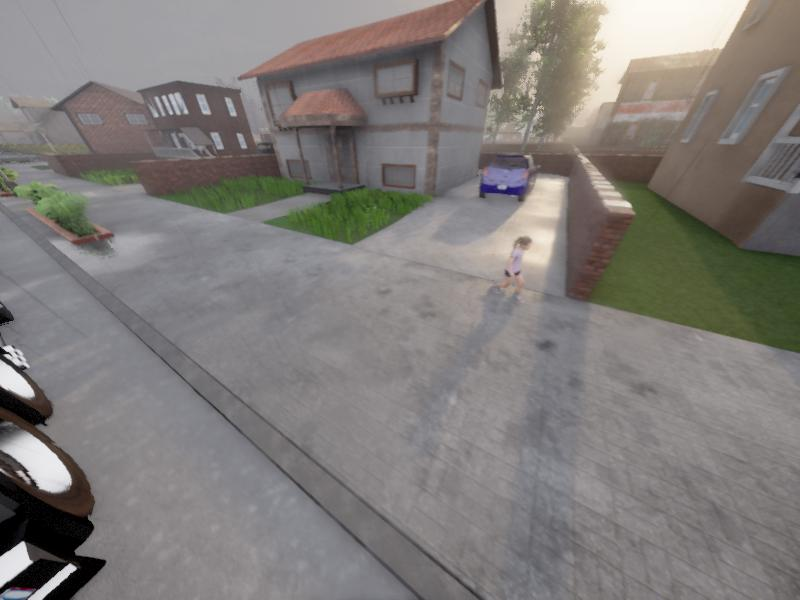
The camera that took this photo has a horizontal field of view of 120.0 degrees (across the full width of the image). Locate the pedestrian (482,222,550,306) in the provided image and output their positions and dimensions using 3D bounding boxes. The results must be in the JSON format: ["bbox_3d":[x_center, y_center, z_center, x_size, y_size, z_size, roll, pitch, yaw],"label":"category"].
[{"bbox_3d":[1.756,-0.549,3.598,0.500,1.100,0.500,-23,41,-29],"label":"pedestrian"}]

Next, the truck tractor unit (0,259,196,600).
[{"bbox_3d":[-5.104,-0.307,0.798,6.516,4.208,3.053,19,39,25],"label":"truck tractor unit"}]

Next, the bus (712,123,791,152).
[{"bbox_3d":[67.362,-31.483,44.940,3.944,4.253,10.273,18,39,25],"label":"bus"}]

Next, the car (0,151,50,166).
[{"bbox_3d":[-46.343,-17.071,27.809,1.994,1.385,4.181,13,37,18],"label":"car"}]

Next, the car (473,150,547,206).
[{"bbox_3d":[4.510,-5.078,9.324,1.845,1.501,3.633,18,39,25],"label":"car"}]
